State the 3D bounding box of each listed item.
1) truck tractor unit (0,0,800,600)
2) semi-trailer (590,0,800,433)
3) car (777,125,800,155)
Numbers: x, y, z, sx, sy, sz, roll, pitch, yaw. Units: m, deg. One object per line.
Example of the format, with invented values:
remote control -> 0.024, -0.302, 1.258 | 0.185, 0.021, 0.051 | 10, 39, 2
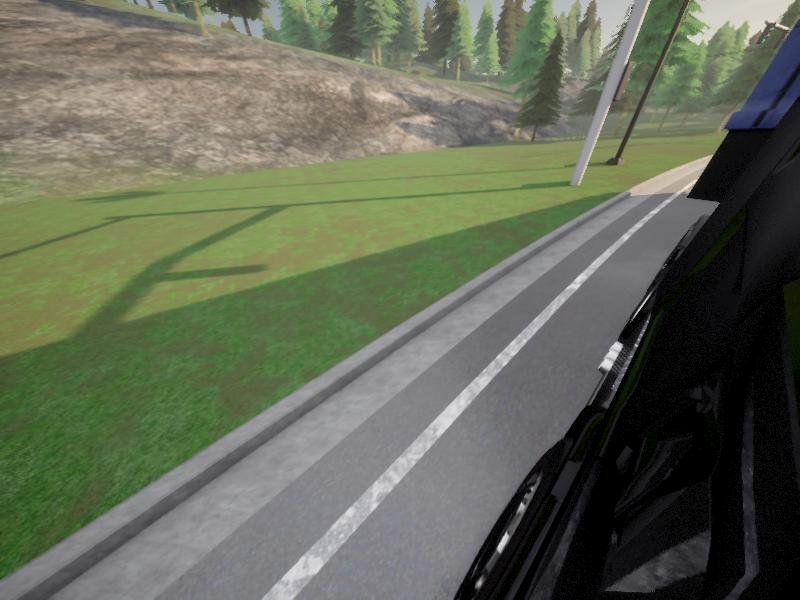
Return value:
truck tractor unit -> 2.645, -0.295, 0.351 | 6.516, 4.208, 3.053 | -28, 44, -30
semi-trailer -> 9.276, -3.124, 3.571 | 14.254, 4.402, 2.717 | -21, 40, -23
car -> 26.105, -10.174, 14.150 | 4.605, 1.855, 1.932 | -20, 40, -23
